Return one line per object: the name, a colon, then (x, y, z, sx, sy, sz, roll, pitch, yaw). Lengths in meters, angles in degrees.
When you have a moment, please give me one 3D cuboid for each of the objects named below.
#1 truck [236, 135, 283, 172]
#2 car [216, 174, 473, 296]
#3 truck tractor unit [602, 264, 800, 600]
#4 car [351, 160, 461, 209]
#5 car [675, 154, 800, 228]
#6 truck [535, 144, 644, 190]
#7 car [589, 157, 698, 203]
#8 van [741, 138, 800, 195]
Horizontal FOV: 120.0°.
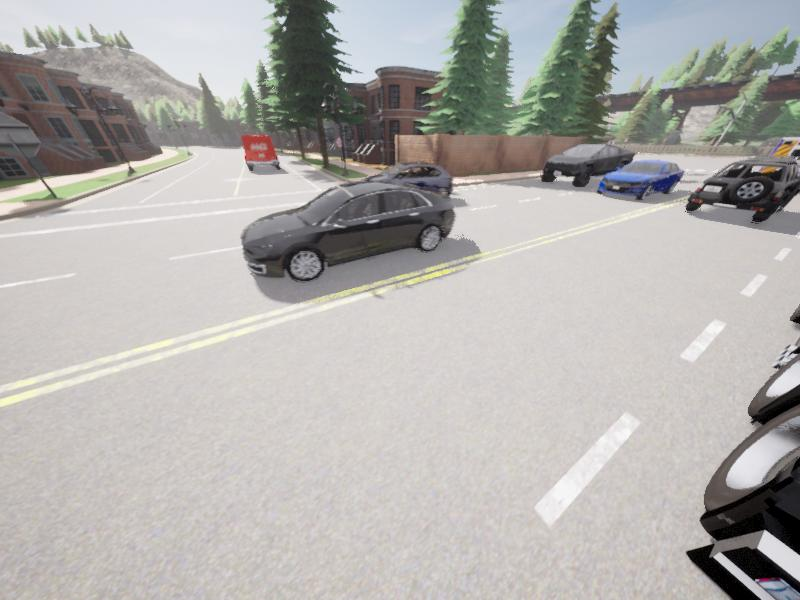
truck: (-12.576, -13.280, 20.771, 2.627, 2.467, 5.204, -17, 38, -23)
car: (-0.915, -1.831, 5.319, 4.892, 1.490, 1.837, -18, 39, -24)
truck tractor unit: (5.109, -0.303, 0.783, 6.516, 4.208, 3.053, -18, 39, -24)
car: (0.226, -5.069, 9.997, 4.193, 1.474, 1.816, -11, 37, -16)
car: (12.815, -4.155, 8.423, 4.605, 1.855, 1.932, -18, 39, -25)
truck: (11.889, -8.556, 14.552, 6.274, 2.098, 2.390, -18, 39, -24)
car: (12.092, -6.085, 11.493, 5.008, 1.535, 1.882, -18, 39, -24)
van: (23.002, -7.693, 13.109, 6.366, 2.431, 2.351, -18, 39, -24)
